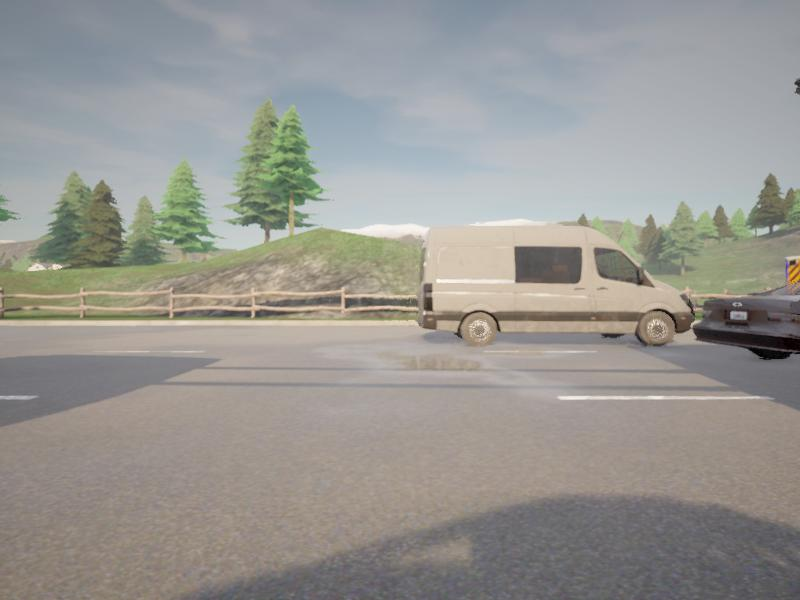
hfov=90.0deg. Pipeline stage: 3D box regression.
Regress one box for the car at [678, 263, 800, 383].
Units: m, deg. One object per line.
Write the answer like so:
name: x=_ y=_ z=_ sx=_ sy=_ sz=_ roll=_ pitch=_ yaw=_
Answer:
car: x=7.345 y=0.270 z=5.696 sx=5.357 sy=1.411 sz=2.033 roll=0 pitch=0 yaw=0

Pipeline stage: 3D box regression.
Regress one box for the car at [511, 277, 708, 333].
car: x=6.418 y=0.138 z=12.696 sx=5.238 sy=1.638 sz=1.930 roll=0 pitch=0 yaw=0

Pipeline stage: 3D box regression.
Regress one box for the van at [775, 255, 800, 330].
van: x=16.177 y=-0.257 z=12.718 sx=6.366 sy=2.431 sz=2.351 roll=0 pitch=0 yaw=-1

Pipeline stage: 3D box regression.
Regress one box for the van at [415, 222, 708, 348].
van: x=3.352 y=-0.304 z=9.191 sx=5.915 sy=2.561 sz=1.988 roll=0 pitch=0 yaw=0
